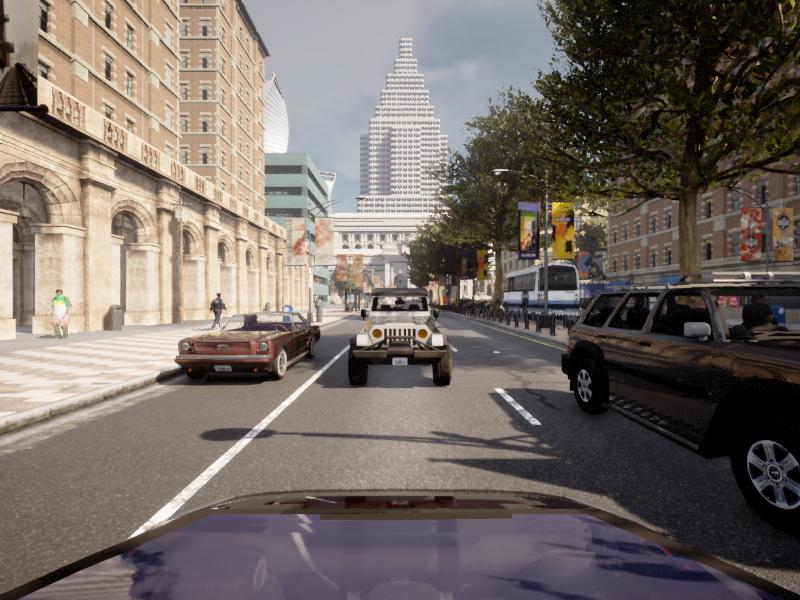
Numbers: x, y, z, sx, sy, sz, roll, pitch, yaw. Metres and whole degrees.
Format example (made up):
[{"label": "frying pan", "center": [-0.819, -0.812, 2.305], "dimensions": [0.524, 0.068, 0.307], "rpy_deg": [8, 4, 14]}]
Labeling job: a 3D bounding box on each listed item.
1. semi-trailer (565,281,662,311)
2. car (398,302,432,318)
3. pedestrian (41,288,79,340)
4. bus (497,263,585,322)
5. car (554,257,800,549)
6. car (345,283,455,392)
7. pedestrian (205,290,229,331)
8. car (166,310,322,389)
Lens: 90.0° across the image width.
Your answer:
[{"label": "semi-trailer", "center": [32.604, -0.609, 61.133], "dimensions": [14.254, 4.402, 2.717], "rpy_deg": [0, 0, -8]}, {"label": "car", "center": [1.328, 0.900, 38.139], "dimensions": [2.033, 1.411, 5.357], "rpy_deg": [0, 0, -12]}, {"label": "pedestrian", "center": [-12.413, 0.487, 14.613], "dimensions": [0.751, 1.860, 0.751], "rpy_deg": [0, 0, 0]}, {"label": "bus", "center": [11.400, -0.529, 34.032], "dimensions": [3.944, 4.253, 10.273], "rpy_deg": [0, 0, 0]}, {"label": "car", "center": [3.501, 0.653, 4.281], "dimensions": [1.932, 1.855, 4.605], "rpy_deg": [0, 0, 0]}, {"label": "car", "center": [-0.001, 0.647, 8.814], "dimensions": [1.905, 1.878, 3.866], "rpy_deg": [0, 0, 0]}, {"label": "pedestrian", "center": [-8.600, 0.488, 18.852], "dimensions": [0.751, 1.860, 0.751], "rpy_deg": [0, 0, 9]}, {"label": "car", "center": [-3.250, 0.940, 9.526], "dimensions": [1.895, 1.301, 4.718], "rpy_deg": [0, 0, 0]}]
